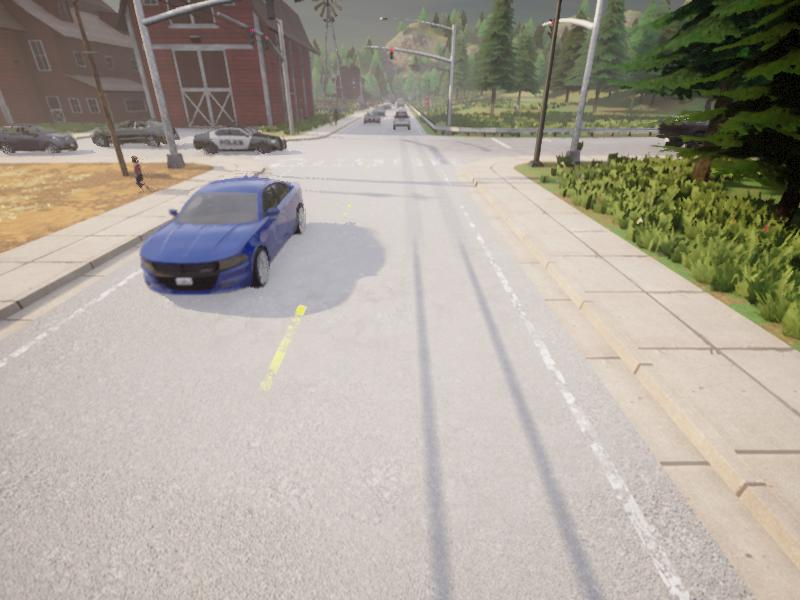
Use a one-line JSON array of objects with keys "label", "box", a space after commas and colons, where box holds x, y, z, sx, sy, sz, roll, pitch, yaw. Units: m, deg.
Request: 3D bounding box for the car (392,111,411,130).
[{"label": "car", "box": [0.170, -18.886, 41.998, 1.851, 1.617, 3.988, 0, 27, 0]}]

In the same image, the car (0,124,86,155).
[{"label": "car", "box": [-21.057, -9.352, 23.318, 3.633, 1.501, 1.845, -1, 27, -1]}]

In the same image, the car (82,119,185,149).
[{"label": "car", "box": [-17.484, -11.017, 26.467, 5.027, 1.651, 2.152, 0, 27, -1]}]

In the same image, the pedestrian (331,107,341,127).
[{"label": "pedestrian", "box": [-6.788, -19.416, 42.377, 0.751, 1.860, 0.751, 1, 27, 2]}]

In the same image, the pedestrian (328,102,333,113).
[{"label": "pedestrian", "box": [-13.007, -36.120, 75.166, 0.751, 1.860, 0.751, -2, 27, -4]}]

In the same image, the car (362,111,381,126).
[{"label": "car", "box": [-3.332, -21.903, 48.182, 1.994, 1.385, 4.181, 0, 27, 0]}]

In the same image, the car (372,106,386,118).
[{"label": "car", "box": [-3.330, -30.229, 64.225, 1.930, 1.638, 5.238, 0, 27, 0]}]

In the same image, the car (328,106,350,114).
[{"label": "car", "box": [-12.100, -37.891, 79.572, 4.181, 1.385, 1.994, -1, 27, -2]}]

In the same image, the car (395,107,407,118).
[{"label": "car", "box": [0.169, -29.779, 63.558, 1.812, 1.442, 4.674, 0, 27, 0]}]

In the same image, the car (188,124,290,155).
[{"label": "car", "box": [-9.320, -9.446, 23.504, 4.974, 1.542, 2.038, 0, 27, -1]}]

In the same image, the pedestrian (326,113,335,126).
[{"label": "pedestrian", "box": [-7.384, -19.221, 42.611, 0.751, 1.300, 0.751, -2, 27, -3]}]

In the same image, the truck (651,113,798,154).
[{"label": "truck", "box": [19.050, -9.947, 23.833, 6.274, 2.098, 2.390, 0, 27, -1]}]

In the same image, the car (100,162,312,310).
[{"label": "car", "box": [-3.334, -1.669, 8.284, 1.882, 1.535, 5.008, 0, 27, 0]}]

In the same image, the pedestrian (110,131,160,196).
[{"label": "pedestrian", "box": [-8.559, -4.437, 12.960, 0.751, 1.860, 0.751, -23, 35, -37]}]
